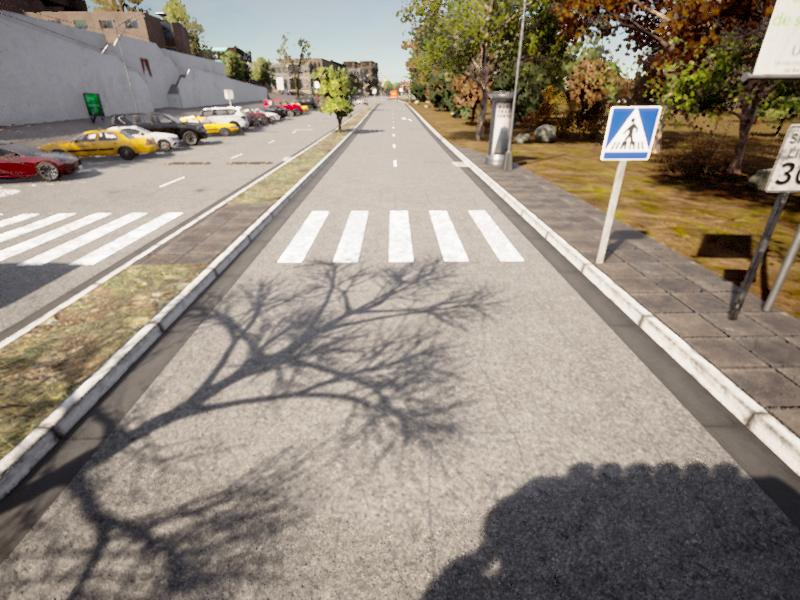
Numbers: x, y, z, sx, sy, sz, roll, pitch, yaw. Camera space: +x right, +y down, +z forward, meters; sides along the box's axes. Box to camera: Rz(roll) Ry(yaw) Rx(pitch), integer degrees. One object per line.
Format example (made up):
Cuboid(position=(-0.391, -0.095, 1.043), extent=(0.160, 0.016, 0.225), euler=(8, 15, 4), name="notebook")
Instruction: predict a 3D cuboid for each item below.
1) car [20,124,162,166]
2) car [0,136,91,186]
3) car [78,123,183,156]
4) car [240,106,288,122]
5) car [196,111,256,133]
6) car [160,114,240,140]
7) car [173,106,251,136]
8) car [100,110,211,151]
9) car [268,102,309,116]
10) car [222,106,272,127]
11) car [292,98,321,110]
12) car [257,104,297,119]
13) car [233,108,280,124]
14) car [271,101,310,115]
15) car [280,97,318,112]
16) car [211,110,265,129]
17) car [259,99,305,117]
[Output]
Cuboid(position=(-15.787, -8.161, 20.914), extent=(5.366, 1.575, 1.946), euler=(-11, 29, -18), name="car")
Cuboid(position=(-15.482, -5.427, 15.664), extent=(4.792, 1.488, 2.163), euler=(-11, 29, -18), name="car")
Cuboid(position=(-15.676, -9.536, 23.665), extent=(4.674, 1.452, 2.002), euler=(-11, 29, -18), name="car")
Cuboid(position=(-16.156, -22.152, 47.561), extent=(5.008, 1.535, 2.097), euler=(-11, 30, -18), name="car")
Cuboid(position=(-15.970, -16.487, 36.956), extent=(4.792, 1.488, 2.163), euler=(-11, 30, -18), name="car")
Cuboid(position=(-15.665, -13.763, 31.697), extent=(5.366, 1.575, 1.946), euler=(-11, 29, -18), name="car")
Cuboid(position=(-15.919, -15.338, 34.172), extent=(5.566, 2.045, 2.435), euler=(-11, 29, -18), name="car")
Cuboid(position=(-15.704, -11.181, 26.214), extent=(5.566, 2.045, 2.435), euler=(-11, 29, -18), name="car")
Cuboid(position=(-16.209, -27.842, 58.210), extent=(5.366, 1.575, 1.946), euler=(-11, 29, -18), name="car")
Cuboid(position=(-16.086, -19.437, 42.197), extent=(4.553, 1.767, 2.185), euler=(-11, 29, -18), name="car")
Cuboid(position=(-16.626, -34.940, 71.355), extent=(4.553, 1.767, 2.185), euler=(-11, 30, -18), name="car")
Cuboid(position=(-16.247, -24.961, 52.881), extent=(4.792, 1.488, 2.163), euler=(-11, 29, -18), name="car")
Cuboid(position=(-16.111, -20.705, 44.933), extent=(4.674, 1.452, 2.002), euler=(-11, 29, -18), name="car")
Cuboid(position=(-16.609, -29.179, 60.737), extent=(5.366, 1.575, 1.946), euler=(-11, 30, -18), name="car")
Cuboid(position=(-16.574, -32.236, 65.967), extent=(5.566, 2.045, 2.435), euler=(-11, 30, -18), name="car")
Cuboid(position=(-16.002, -17.888, 39.637), extent=(4.674, 1.452, 2.002), euler=(-11, 29, -18), name="car")
Cuboid(position=(-16.307, -26.622, 55.399), extent=(5.566, 2.045, 2.435), euler=(-11, 29, -18), name="car")
